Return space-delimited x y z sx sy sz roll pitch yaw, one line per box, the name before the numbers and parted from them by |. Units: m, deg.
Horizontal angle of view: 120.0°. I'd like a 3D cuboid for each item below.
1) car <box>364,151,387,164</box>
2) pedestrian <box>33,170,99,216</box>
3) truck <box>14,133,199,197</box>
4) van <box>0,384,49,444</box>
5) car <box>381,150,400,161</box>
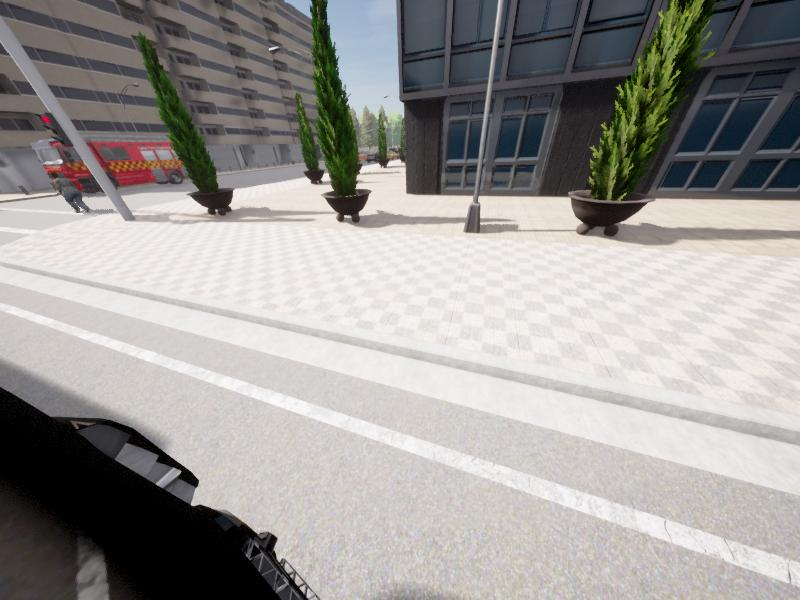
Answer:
car | -4.032 -24.213 39.158 2.007 1.525 4.514 9 35 17
pedestrian | -15.608 -5.029 10.870 0.751 1.860 0.751 4 34 10
truck | -23.214 -11.556 19.532 2.891 3.827 8.468 9 35 17
van | -6.109 0.531 1.814 4.442 1.987 1.775 9 35 17
car | -1.708 -28.040 44.683 1.801 1.575 5.366 9 35 17
